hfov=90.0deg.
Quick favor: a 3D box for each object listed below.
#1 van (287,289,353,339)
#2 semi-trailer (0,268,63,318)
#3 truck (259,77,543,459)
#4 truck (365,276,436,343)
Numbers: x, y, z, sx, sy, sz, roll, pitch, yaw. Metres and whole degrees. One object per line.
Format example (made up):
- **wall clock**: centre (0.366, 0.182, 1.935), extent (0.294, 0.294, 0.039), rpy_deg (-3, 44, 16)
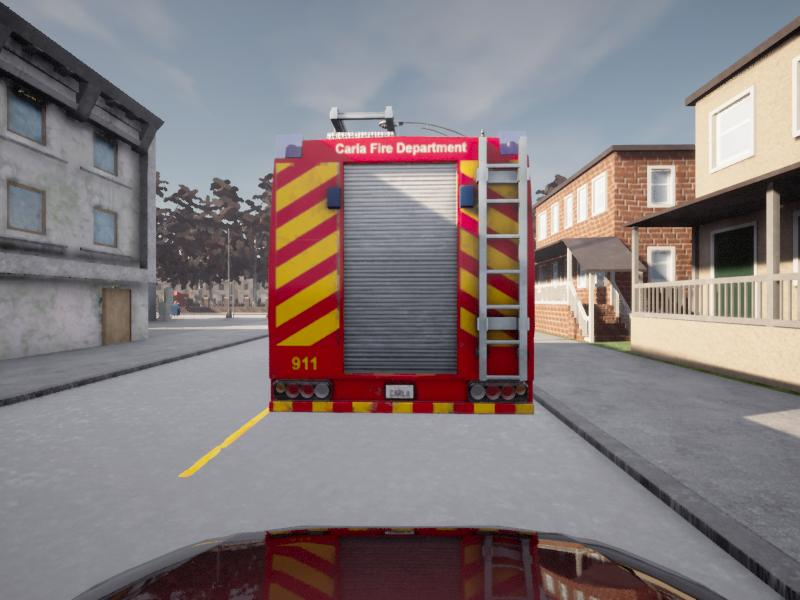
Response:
- **van**: centre (-3.576, 0.571, 18.767), extent (2.069, 2.038, 4.480), rpy_deg (0, 0, 1)
- **semi-trailer**: centre (-39.280, -0.620, 37.143), extent (14.254, 4.402, 2.717), rpy_deg (0, 0, 3)
- **truck**: centre (0.146, -0.321, 8.301), extent (2.891, 3.827, 8.468), rpy_deg (0, 0, 2)
- **truck**: centre (0.173, 0.357, 17.323), extent (2.627, 2.467, 5.204), rpy_deg (0, 0, 4)
